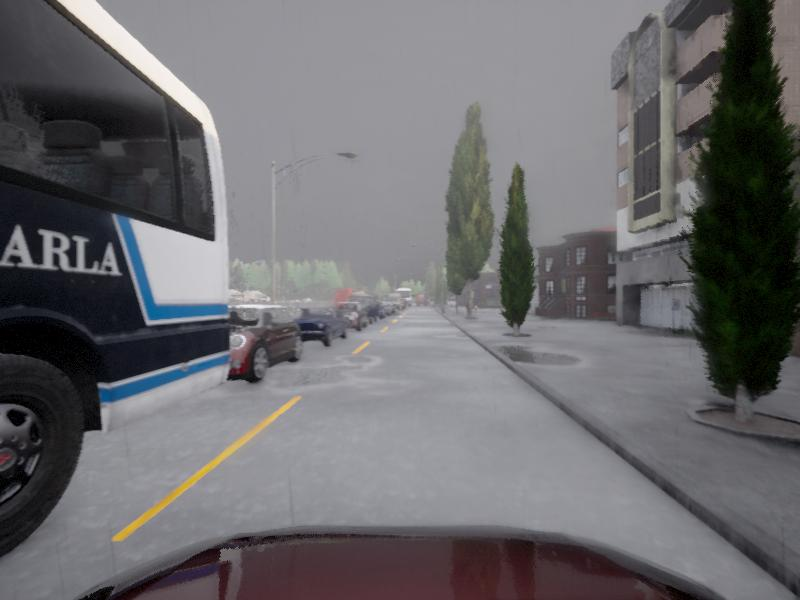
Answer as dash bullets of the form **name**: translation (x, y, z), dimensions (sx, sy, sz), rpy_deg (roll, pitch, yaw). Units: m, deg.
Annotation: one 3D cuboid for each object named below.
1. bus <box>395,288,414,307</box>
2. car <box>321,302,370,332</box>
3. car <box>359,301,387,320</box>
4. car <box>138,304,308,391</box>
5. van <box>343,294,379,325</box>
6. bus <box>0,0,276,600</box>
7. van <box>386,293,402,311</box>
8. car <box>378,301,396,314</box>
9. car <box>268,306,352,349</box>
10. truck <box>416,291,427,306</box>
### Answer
- **bus**: translation (1.193, -0.555, 93.909), dimensions (3.944, 4.253, 10.273), rpy_deg (0, 0, 3)
- **car**: translation (-2.855, 0.846, 21.719), dimensions (1.970, 1.475, 3.806), rpy_deg (0, 0, 3)
- **car**: translation (-2.205, 0.845, 33.632), dimensions (1.816, 1.474, 4.193), rpy_deg (0, 0, 3)
- **car**: translation (-3.555, 0.848, 8.925), dimensions (1.970, 1.475, 3.806), rpy_deg (0, 0, 3)
- **van**: translation (-2.547, 0.591, 27.326), dimensions (1.775, 1.987, 4.442), rpy_deg (0, 0, 3)
- **bus**: translation (-3.832, -0.538, 0.309), dimensions (3.944, 4.253, 10.273), rpy_deg (0, 0, 2)
- **van**: translation (-0.799, 0.310, 59.574), dimensions (1.988, 2.561, 5.915), rpy_deg (0, 0, 3)
- **car**: translation (-1.472, 0.859, 47.126), dimensions (1.812, 1.442, 4.674), rpy_deg (0, 0, 3)
- **car**: translation (-3.203, 0.937, 15.281), dimensions (1.895, 1.301, 4.718), rpy_deg (0, 0, 3)
- **truck**: translation (5.784, -0.339, 106.812), dimensions (2.891, 3.827, 8.468), rpy_deg (0, 0, 3)
